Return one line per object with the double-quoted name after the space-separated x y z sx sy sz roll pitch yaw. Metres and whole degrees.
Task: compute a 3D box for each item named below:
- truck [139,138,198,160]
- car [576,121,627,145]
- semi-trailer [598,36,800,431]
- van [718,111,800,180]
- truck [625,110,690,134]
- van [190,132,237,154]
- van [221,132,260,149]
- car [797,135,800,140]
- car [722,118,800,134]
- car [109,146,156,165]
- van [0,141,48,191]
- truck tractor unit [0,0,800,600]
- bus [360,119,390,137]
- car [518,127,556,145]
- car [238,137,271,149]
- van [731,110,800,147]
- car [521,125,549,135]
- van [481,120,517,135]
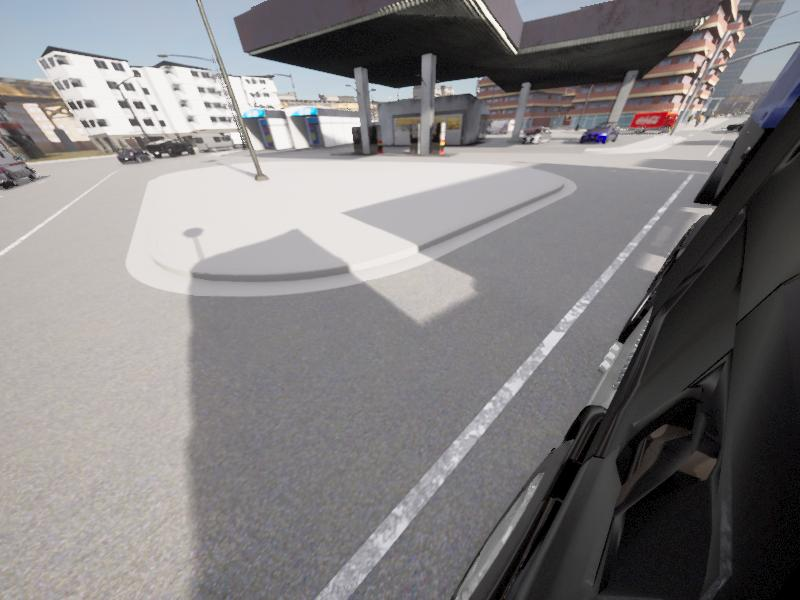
-31.834 -21.186 32.213 2.390 2.098 6.274 -5 37 -3 "truck"
19.612 -16.276 22.491 4.611 1.667 2.242 -28 44 -30 "car"
8.659 -3.638 4.256 14.254 4.402 2.717 -29 44 -30 "semi-trailer"
16.125 -6.747 9.897 4.480 2.038 2.069 -29 44 -30 "van"
35.567 -24.584 32.055 2.627 2.467 5.204 -30 45 -31 "truck"
-31.022 -26.394 38.737 1.988 2.561 5.915 4 37 9 "van"
-31.588 -31.922 46.144 1.988 2.561 5.915 12 39 19 "van"
34.114 -13.508 18.369 4.718 1.301 1.895 -29 44 -30 "car"
41.492 -20.153 26.751 1.895 1.301 4.718 -29 44 -30 "car"
-30.568 -16.659 26.569 1.845 1.501 3.633 -13 38 -13 "car"
-26.906 -8.674 14.937 2.351 2.431 6.366 -27 43 -28 "van"
2.645 -0.295 0.351 6.516 4.208 3.053 -28 44 -30 "truck tractor unit"
-8.294 -56.570 76.044 3.944 4.253 10.273 -29 44 -31 "bus"
15.300 -18.330 25.777 3.806 1.475 1.970 -28 44 -30 "car"
-28.384 -30.807 45.197 1.930 1.638 5.238 12 39 19 "car"
27.433 -12.926 17.409 4.480 2.038 2.069 -28 44 -30 "van"
26.304 -33.233 45.114 1.994 1.385 4.181 -29 44 -30 "car"
21.132 -36.985 49.569 2.351 2.431 6.366 -29 44 -31 "van"
